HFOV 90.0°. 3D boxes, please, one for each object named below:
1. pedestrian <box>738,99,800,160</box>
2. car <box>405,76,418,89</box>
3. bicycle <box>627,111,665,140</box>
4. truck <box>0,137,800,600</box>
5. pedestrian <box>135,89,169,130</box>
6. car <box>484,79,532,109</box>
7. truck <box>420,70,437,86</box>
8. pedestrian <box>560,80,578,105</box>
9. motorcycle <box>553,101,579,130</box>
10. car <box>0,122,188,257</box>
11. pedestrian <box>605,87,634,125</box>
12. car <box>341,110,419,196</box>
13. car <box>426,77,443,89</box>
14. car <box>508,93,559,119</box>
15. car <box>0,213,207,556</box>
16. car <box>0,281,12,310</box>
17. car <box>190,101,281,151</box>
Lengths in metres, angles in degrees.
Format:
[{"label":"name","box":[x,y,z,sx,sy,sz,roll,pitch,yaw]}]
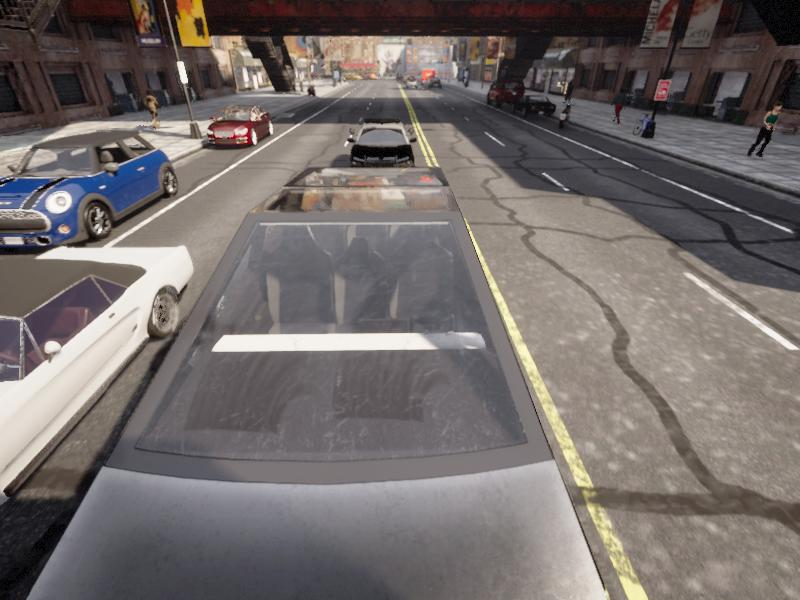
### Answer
[{"label":"pedestrian","box":[12.918,-5.989,14.069,0.751,1.860,0.751,2,30,4]},{"label":"car","box":[1.843,-34.900,64.149,1.851,1.617,3.988,-1,30,-1]},{"label":"bicycle","box":[11.341,-8.075,18.484,0.373,1.024,1.643,8,30,-6]},{"label":"truck","box":[-0.342,0.031,3.868,2.390,2.098,6.274,0,30,-1]},{"label":"pedestrian","box":[-12.560,-9.671,20.319,0.751,1.860,0.751,1,30,2]},{"label":"car","box":[9.110,-17.813,34.449,2.435,2.045,5.566,-1,30,-1]},{"label":"truck","box":[5.115,-40.781,73.276,2.627,2.467,5.204,-1,30,-1]},{"label":"pedestrian","box":[14.269,-17.539,33.817,0.751,1.860,0.751,-4,31,-8]},{"label":"motorcycle","box":[9.381,-10.458,22.583,0.764,1.277,2.356,15,34,24]},{"label":"car","box":[-7.006,-2.704,8.839,2.185,1.767,4.553,-1,30,-1]},{"label":"pedestrian","box":[12.181,-10.762,22.228,0.751,1.860,0.751,-1,30,-2]},{"label":"car","box":[-0.552,-4.856,12.676,1.930,1.638,5.238,-1,30,-1]},{"label":"car","box":[5.380,-34.027,62.604,2.038,1.542,4.974,-1,30,-1]},{"label":"car","box":[9.306,-13.764,28.253,1.895,1.301,4.718,-1,30,-1]},{"label":"car","box":[-3.842,0.581,3.717,1.895,1.301,4.718,-1,30,-1]},{"label":"car","box":[-6.735,0.647,3.360,2.097,1.535,5.008,-1,30,-1]},{"label":"car","box":[-7.192,-8.034,18.202,2.231,1.521,4.892,-1,30,-1]}]
